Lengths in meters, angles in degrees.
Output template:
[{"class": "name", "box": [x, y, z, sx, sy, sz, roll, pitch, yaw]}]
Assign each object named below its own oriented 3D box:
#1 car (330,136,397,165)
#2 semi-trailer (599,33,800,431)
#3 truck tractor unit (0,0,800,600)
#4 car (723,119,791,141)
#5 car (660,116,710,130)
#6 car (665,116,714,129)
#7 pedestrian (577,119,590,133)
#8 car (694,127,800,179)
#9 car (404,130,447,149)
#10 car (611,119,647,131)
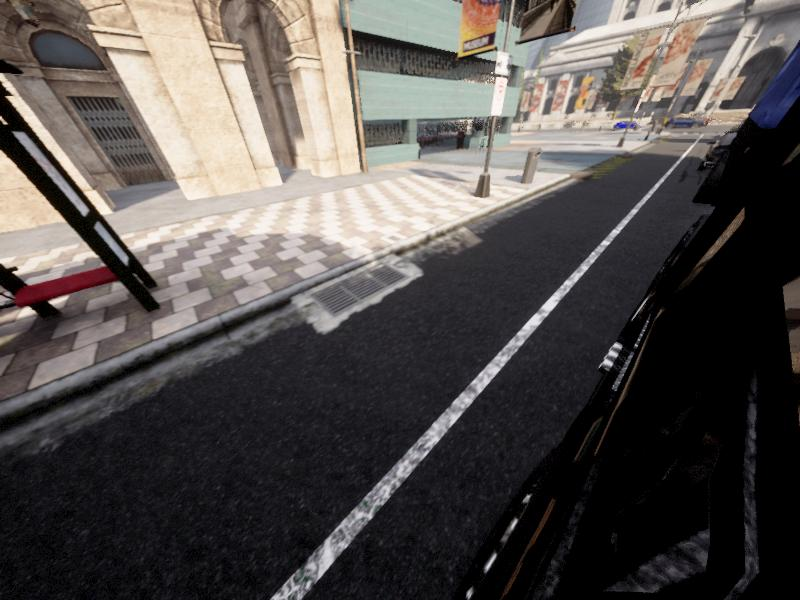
[{"class": "car", "box": [-2.733, -12.040, 18.497, 4.786, 1.482, 2.161, -30, 45, -32]}, {"class": "semi-trailer", "box": [8.646, -3.649, 4.266, 14.254, 4.402, 2.717, -29, 44, -30]}, {"class": "truck tractor unit", "box": [2.645, -0.295, 0.351, 6.516, 4.208, 3.053, -28, 44, -30]}, {"class": "car", "box": [31.989, -15.466, 20.938, 1.812, 1.442, 4.674, 21, 43, 28]}, {"class": "car", "box": [47.224, -29.440, 38.395, 2.033, 1.649, 4.856, -30, 44, -31]}, {"class": "car", "box": [49.741, -30.563, 39.847, 2.163, 1.488, 4.792, -24, 42, -26]}, {"class": "pedestrian", "box": [29.190, -27.663, 36.740, 0.751, 1.860, 0.751, -23, 41, -24]}, {"class": "car", "box": [15.316, -6.758, 10.419, 4.892, 1.490, 1.837, -30, 44, -31]}, {"class": "car", "box": [2.997, -18.786, 27.039, 4.902, 1.511, 2.128, -30, 45, -32]}, {"class": "car", "box": [42.387, -32.414, 42.809, 1.816, 1.474, 4.193, -30, 45, -31]}]
